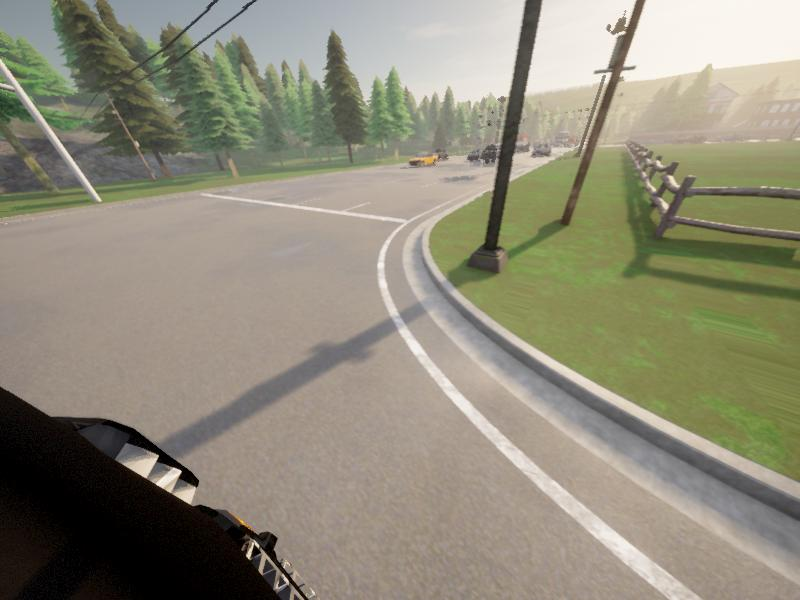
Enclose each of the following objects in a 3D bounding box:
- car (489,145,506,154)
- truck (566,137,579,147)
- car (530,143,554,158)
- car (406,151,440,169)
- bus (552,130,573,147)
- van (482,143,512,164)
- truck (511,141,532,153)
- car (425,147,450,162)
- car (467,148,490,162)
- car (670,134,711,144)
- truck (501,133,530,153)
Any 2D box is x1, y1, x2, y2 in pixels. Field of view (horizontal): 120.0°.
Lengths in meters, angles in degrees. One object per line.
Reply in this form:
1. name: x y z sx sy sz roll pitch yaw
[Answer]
1. car: 24.992 -38.564 59.069 2.152 1.651 5.027 23 41 34
2. truck: 55.182 -50.611 73.870 2.627 2.467 5.204 20 40 30
3. car: 21.865 -23.012 35.514 2.242 1.667 4.611 20 40 30
4. car: 2.905 -17.489 28.780 1.882 1.535 5.008 20 40 30
5. bus: 55.281 -54.700 78.420 3.944 4.253 10.273 20 40 30
6. van: 12.459 -18.833 29.599 2.069 2.038 4.480 19 40 30
7. truck: 27.161 -34.187 51.590 2.390 2.098 6.274 20 40 30
8. car: 6.141 -23.632 37.498 1.932 1.855 4.605 20 40 30
9. car: 11.456 -21.109 33.634 1.816 1.474 4.193 20 40 30
10. car: 65.054 -36.100 51.922 5.238 1.638 1.930 19 39 30
11. truck: 28.780 -39.195 57.463 2.891 3.827 8.468 26 43 36
